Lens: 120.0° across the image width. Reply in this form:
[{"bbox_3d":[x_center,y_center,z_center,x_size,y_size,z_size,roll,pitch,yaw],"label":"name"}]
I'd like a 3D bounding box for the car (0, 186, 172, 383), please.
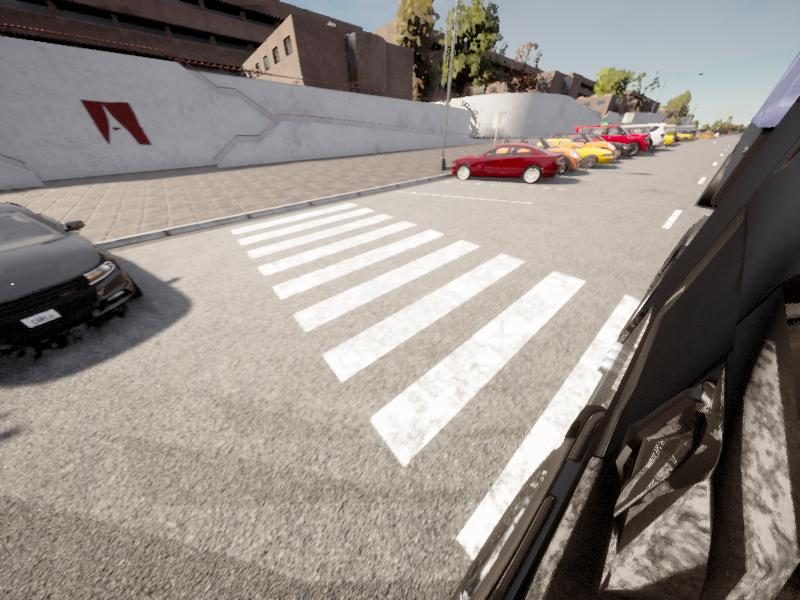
[{"bbox_3d":[-6.433,-0.656,3.671,5.008,1.535,2.097,17,40,26],"label":"car"}]

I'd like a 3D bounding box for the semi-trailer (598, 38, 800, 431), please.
[{"bbox_3d":[8.702,-3.574,4.268,14.254,4.402,2.717,-28,43,-30],"label":"semi-trailer"}]

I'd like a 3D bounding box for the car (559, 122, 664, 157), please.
[{"bbox_3d":[16.377,-12.751,18.497,5.566,2.045,2.435,17,39,25],"label":"car"}]

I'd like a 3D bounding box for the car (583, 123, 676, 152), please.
[{"bbox_3d":[20.885,-15.085,21.553,5.566,2.045,2.435,17,40,25],"label":"car"}]

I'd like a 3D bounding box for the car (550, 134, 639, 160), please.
[{"bbox_3d":[14.076,-11.352,17.160,4.674,1.452,2.002,17,40,25],"label":"car"}]

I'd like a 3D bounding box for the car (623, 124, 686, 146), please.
[{"bbox_3d":[30.143,-19.632,27.628,4.442,1.987,1.878,17,39,25],"label":"car"}]

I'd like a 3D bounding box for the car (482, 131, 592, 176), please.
[{"bbox_3d":[7.206,-7.961,12.556,4.553,1.767,2.185,17,40,25],"label":"car"}]

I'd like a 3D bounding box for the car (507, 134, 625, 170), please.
[{"bbox_3d":[9.681,-8.989,14.041,5.366,1.575,1.946,17,40,25],"label":"car"}]

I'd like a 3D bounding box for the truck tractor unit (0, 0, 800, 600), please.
[{"bbox_3d":[2.645,-0.295,0.352,6.516,4.208,3.053,-28,44,-30],"label":"truck tractor unit"}]

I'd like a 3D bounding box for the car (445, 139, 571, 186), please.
[{"bbox_3d":[4.962,-6.658,11.109,5.008,1.535,2.097,17,40,25],"label":"car"}]

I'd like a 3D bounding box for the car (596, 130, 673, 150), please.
[{"bbox_3d":[23.197,-16.030,23.219,5.008,1.535,2.097,17,39,25],"label":"car"}]

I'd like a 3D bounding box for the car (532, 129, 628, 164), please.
[{"bbox_3d":[11.766,-10.320,15.566,4.553,1.767,2.185,17,40,25],"label":"car"}]

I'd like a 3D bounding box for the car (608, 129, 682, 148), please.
[{"bbox_3d":[27.601,-18.377,26.346,5.366,1.575,1.946,17,40,25],"label":"car"}]

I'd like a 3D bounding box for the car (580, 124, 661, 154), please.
[{"bbox_3d":[18.732,-13.869,19.990,4.442,1.987,1.878,17,39,25],"label":"car"}]
